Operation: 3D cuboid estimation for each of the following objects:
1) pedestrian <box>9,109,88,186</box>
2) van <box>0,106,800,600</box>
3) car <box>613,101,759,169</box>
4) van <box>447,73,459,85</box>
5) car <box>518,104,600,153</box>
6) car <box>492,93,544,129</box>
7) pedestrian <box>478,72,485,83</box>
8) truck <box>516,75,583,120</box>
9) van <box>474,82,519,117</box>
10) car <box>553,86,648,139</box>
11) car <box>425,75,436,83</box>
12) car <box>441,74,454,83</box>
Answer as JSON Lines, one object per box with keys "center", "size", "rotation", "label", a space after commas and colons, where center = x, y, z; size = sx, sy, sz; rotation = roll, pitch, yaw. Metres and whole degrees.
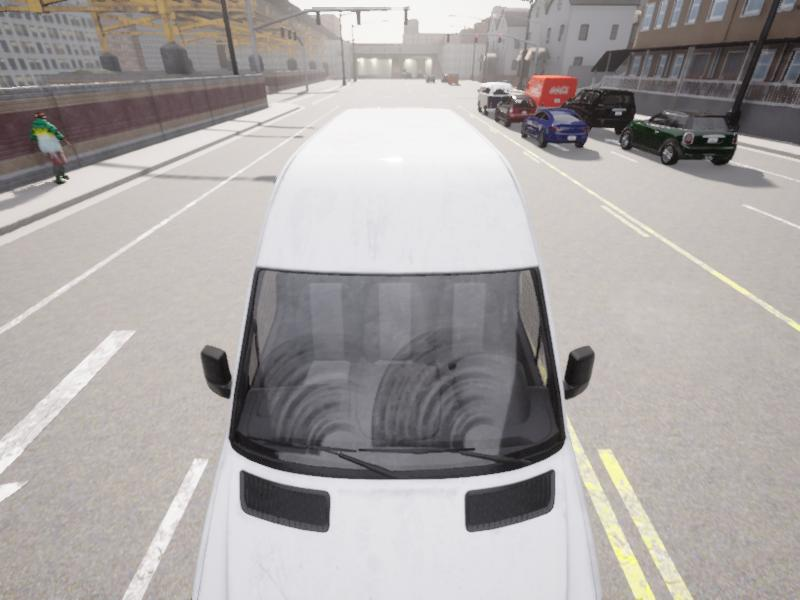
{"center": [-9.550, -4.169, 10.949], "size": [0.751, 1.860, 0.751], "rotation": [2, 30, 3], "label": "pedestrian"}
{"center": [-0.020, -0.177, 3.804], "size": [1.988, 2.561, 5.915], "rotation": [0, 30, 0], "label": "van"}
{"center": [10.437, -6.393, 15.201], "size": [2.097, 1.767, 4.553], "rotation": [0, 30, 0], "label": "car"}
{"center": [10.185, -42.796, 77.340], "size": [1.775, 1.987, 4.442], "rotation": [0, 30, 0], "label": "van"}
{"center": [6.917, -7.827, 17.998], "size": [1.812, 1.442, 4.674], "rotation": [0, 30, 0], "label": "car"}
{"center": [6.904, -11.357, 23.881], "size": [1.851, 1.617, 3.988], "rotation": [0, 30, 0], "label": "car"}
{"center": [16.521, -45.117, 81.098], "size": [0.751, 1.860, 0.751], "rotation": [-14, 33, -23], "label": "pedestrian"}
{"center": [10.263, -14.298, 28.066], "size": [2.627, 2.467, 5.204], "rotation": [1, 30, 1], "label": "truck"}
{"center": [6.882, -14.642, 29.075], "size": [2.069, 2.038, 4.480], "rotation": [0, 30, 0], "label": "van"}
{"center": [10.391, -10.150, 21.382], "size": [2.150, 2.045, 5.566], "rotation": [0, 30, 0], "label": "car"}
{"center": [6.647, -47.955, 86.699], "size": [2.007, 1.525, 4.514], "rotation": [0, 30, 0], "label": "car"}
{"center": [10.147, -47.908, 86.532], "size": [2.242, 1.667, 4.611], "rotation": [0, 30, 0], "label": "car"}
